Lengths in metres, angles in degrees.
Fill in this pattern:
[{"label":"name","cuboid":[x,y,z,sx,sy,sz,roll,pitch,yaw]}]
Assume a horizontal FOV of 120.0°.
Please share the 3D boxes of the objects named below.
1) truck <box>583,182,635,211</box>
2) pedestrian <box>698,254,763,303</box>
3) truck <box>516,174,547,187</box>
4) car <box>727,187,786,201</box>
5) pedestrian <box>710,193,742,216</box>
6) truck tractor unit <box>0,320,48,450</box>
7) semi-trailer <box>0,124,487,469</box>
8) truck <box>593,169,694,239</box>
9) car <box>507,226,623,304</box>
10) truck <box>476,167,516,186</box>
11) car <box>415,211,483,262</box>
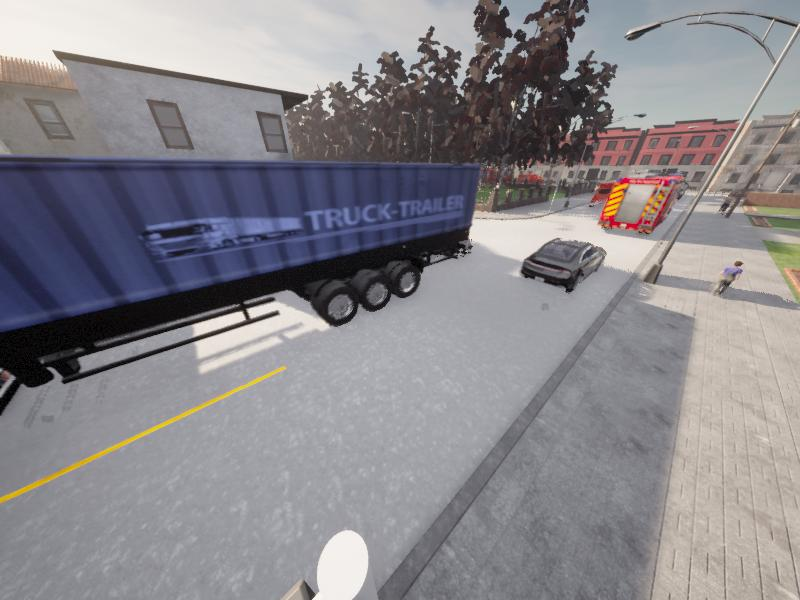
[{"label":"truck","cuboid":[23.164,-11.588,25.608,5.204,2.467,2.627,-23,37,-34]},{"label":"pedestrian","cuboid":[10.996,-0.740,7.730,0.751,1.300,0.751,-20,36,-31]},{"label":"truck","cuboid":[30.128,-27.479,53.131,2.627,2.467,5.204,-23,37,-34]},{"label":"car","cuboid":[50.305,-15.080,32.756,1.994,1.385,4.181,-24,38,-35]},{"label":"pedestrian","cuboid":[29.232,-8.579,20.747,0.751,1.860,0.751,-9,31,-15]},{"label":"truck tractor unit","cuboid":[-9.585,1.347,1.447,6.516,4.208,3.053,-24,38,-36]},{"label":"semi-trailer","cuboid":[-3.501,-1.266,5.777,14.254,4.402,2.717,-22,37,-33]},{"label":"truck","cuboid":[17.985,-7.392,16.977,8.468,3.827,2.891,-22,37,-34]},{"label":"car","cuboid":[6.816,-1.707,9.453,4.902,1.511,2.128,-23,37,-34]},{"label":"truck","cuboid":[24.243,-31.576,58.872,2.891,3.827,8.468,-23,37,-34]},{"label":"car","cuboid":[2.415,-3.774,13.037,2.128,1.511,4.902,-5,30,-8]}]
